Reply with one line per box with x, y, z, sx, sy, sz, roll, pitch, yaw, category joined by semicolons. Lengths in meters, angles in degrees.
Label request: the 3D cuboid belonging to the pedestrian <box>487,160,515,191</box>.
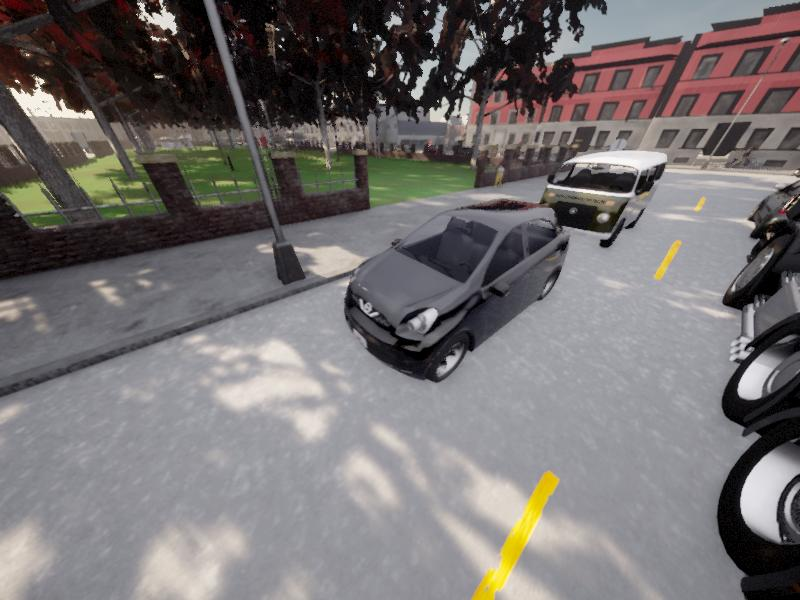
5.155;-6.412;11.870;0.751;1.300;0.751;-26;42;-32;pedestrian

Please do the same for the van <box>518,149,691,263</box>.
5.724;-2.956;6.490;4.480;2.038;2.069;-25;42;-32;van

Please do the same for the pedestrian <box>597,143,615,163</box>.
23.741;-16.949;26.618;0.751;1.860;0.751;-25;42;-32;pedestrian

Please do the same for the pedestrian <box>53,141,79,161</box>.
-37.291;-16.664;25.826;0.751;1.860;0.751;-26;42;-32;pedestrian

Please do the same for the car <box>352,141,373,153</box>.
-7.762;-31.884;48.062;1.932;1.855;4.605;-25;42;-32;car

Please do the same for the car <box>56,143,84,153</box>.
-62.188;-28.724;43.632;1.994;1.385;4.181;-25;42;-32;car

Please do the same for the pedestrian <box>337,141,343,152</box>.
-11.895;-30.469;45.796;0.751;1.860;0.751;22;41;28;pedestrian

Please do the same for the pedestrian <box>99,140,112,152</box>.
-55.811;-29.287;43.825;0.751;1.860;0.751;27;43;33;pedestrian

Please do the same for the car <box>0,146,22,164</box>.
-42.350;-15.127;24.098;1.845;1.501;3.633;-25;42;-32;car

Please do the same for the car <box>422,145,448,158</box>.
5.288;-22.753;35.325;1.789;1.549;3.705;-25;42;-32;car

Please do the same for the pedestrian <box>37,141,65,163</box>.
-35.272;-14.948;23.375;0.751;1.860;0.751;27;43;33;pedestrian

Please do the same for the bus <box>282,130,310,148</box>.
-32.158;-49.748;71.469;3.944;4.253;10.273;-25;42;-32;bus

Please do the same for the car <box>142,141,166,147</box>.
-77.170;-49.077;72.598;5.008;1.535;1.882;-25;42;-32;car

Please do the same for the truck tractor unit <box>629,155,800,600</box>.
4.918;-0.454;1.024;6.516;4.208;3.053;-26;42;-32;truck tractor unit

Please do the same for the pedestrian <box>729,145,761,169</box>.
31.452;-13.055;21.079;0.751;1.860;0.751;29;44;35;pedestrian

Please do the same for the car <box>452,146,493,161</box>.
9.595;-19.758;31.105;1.837;1.490;4.892;-26;43;-32;car

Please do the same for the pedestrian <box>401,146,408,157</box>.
0.677;-21.638;33.691;0.751;1.300;0.751;-26;42;-32;pedestrian

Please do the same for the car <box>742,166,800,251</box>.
11.643;-2.603;6.400;3.988;1.617;1.851;-25;42;-32;car

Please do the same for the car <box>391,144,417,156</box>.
0.686;-25.915;39.857;2.007;1.525;4.514;-25;42;-32;car

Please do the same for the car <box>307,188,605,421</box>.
0.947;-0.492;3.371;3.633;1.501;1.845;-25;42;-32;car

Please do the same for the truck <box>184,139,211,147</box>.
-68.622;-53.356;78.305;6.274;2.098;2.390;-25;42;-32;truck
